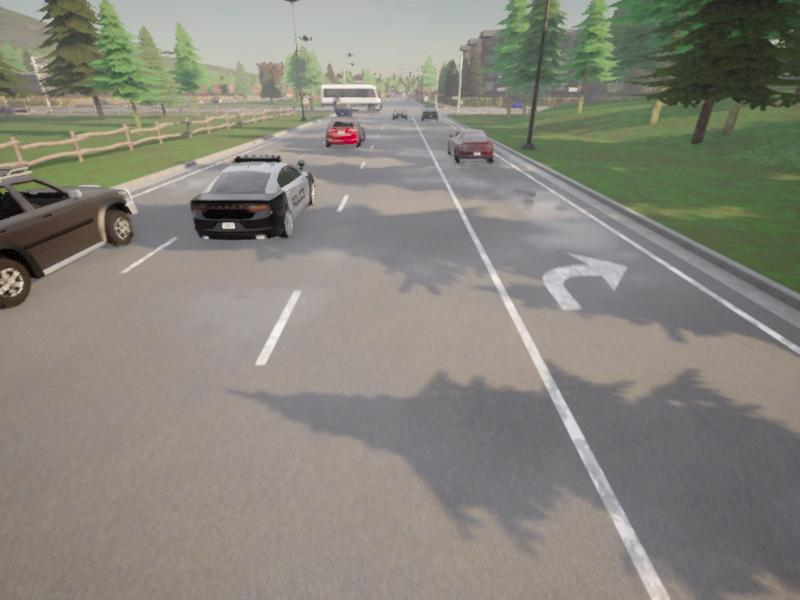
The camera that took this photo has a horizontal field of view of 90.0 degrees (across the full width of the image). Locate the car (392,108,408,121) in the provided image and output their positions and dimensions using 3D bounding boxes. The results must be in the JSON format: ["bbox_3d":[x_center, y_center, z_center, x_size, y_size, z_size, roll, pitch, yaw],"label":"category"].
[{"bbox_3d":[0.003,-23.179,49.893,1.895,1.301,4.718,0,27,0],"label":"car"}]

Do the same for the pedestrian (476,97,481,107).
[{"bbox_3d":[18.134,-45.617,92.161,0.751,1.860,0.751,0,27,0],"label":"pedestrian"}]

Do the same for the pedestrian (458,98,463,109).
[{"bbox_3d":[11.752,-38.094,77.656,0.751,1.860,0.751,-2,27,-4],"label":"pedestrian"}]

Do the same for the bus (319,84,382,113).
[{"bbox_3d":[-8.386,-35.029,69.563,10.273,4.253,3.944,0,27,0],"label":"bus"}]

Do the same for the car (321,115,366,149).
[{"bbox_3d":[-3.502,-10.998,25.981,2.242,1.667,4.611,0,27,0],"label":"car"}]

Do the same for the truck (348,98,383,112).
[{"bbox_3d":[-6.236,-35.621,73.044,6.274,2.098,2.390,0,27,0],"label":"truck"}]

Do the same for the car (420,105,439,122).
[{"bbox_3d":[3.503,-22.428,48.059,1.930,1.638,5.238,0,27,0],"label":"car"}]

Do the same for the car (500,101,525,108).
[{"bbox_3d":[24.287,-42.180,86.499,4.718,1.301,1.895,0,27,0],"label":"car"}]

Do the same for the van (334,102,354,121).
[{"bbox_3d":[-6.997,-23.802,50.356,1.775,1.987,4.442,0,27,0],"label":"van"}]

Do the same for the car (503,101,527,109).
[{"bbox_3d":[23.940,-40.647,83.346,4.193,1.474,1.816,0,27,0],"label":"car"}]

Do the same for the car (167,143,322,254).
[{"bbox_3d":[-3.502,-2.892,10.367,1.930,1.638,5.238,0,27,0],"label":"car"}]

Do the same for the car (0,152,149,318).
[{"bbox_3d":[-7.001,-1.356,7.154,1.932,1.855,4.605,0,27,0],"label":"car"}]

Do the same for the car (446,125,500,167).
[{"bbox_3d":[3.498,-7.827,20.092,1.812,1.442,4.674,0,27,0],"label":"car"}]
